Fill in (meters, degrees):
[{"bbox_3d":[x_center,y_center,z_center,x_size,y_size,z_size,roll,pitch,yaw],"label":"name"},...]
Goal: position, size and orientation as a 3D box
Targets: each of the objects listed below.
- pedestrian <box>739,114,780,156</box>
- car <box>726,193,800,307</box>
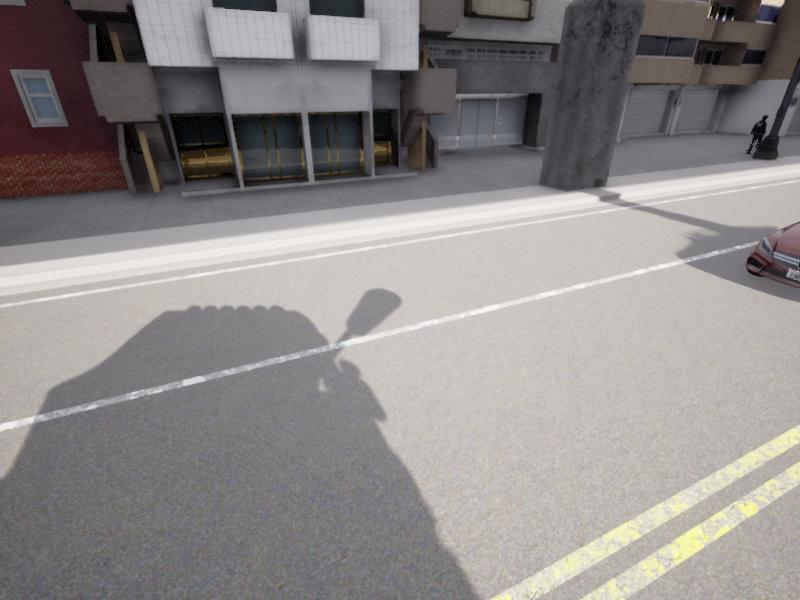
[{"bbox_3d":[18.013,-8.297,20.088,0.751,1.860,0.751,-11,29,-20],"label":"pedestrian"},{"bbox_3d":[8.373,-1.068,7.000,4.674,1.442,1.812,-12,30,-21],"label":"car"}]
